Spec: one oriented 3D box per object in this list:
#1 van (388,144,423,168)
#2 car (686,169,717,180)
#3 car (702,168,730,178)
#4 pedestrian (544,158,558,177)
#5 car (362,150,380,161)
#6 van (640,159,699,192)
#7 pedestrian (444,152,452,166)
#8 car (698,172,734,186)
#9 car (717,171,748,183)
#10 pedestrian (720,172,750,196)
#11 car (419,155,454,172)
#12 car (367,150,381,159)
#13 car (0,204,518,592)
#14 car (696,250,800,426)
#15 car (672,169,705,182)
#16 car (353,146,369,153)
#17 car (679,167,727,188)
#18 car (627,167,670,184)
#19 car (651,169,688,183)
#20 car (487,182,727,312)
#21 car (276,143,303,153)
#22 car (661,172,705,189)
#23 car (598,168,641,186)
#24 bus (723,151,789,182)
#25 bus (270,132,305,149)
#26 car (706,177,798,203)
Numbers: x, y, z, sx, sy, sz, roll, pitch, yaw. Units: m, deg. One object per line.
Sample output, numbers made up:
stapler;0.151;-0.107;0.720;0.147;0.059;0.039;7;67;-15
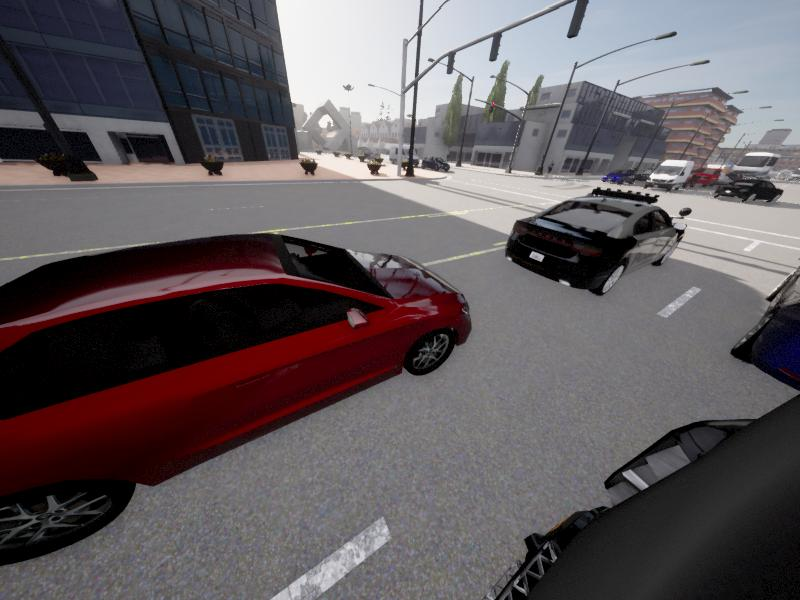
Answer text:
van;0.625;-20.772;33.157;1.988;2.561;5.915;-15;38;-26
car;52.199;-21.685;39.987;4.181;1.385;1.994;-16;38;-25
car;60.243;-24.180;43.997;5.008;1.535;1.882;-16;38;-26
pedestrian;17.705;-15.487;27.083;0.751;1.860;0.751;24;38;28
car;-5.242;-26.005;41.494;1.845;1.501;3.633;-16;38;-28
van;26.569;-12.294;22.776;5.915;2.561;1.988;-19;39;-30
pedestrian;7.592;-22.285;36.473;0.751;1.860;0.751;-6;34;-15
car;45.351;-17.415;33.141;4.674;1.442;1.812;-16;38;-26
car;53.871;-19.968;37.440;4.193;1.474;1.816;-17;38;-26
pedestrian;31.074;-10.774;21.465;0.751;1.860;0.751;30;42;35
car;4.324;-16.609;28.134;1.816;1.474;4.193;-15;38;-26
car;-5.804;-32.096;50.877;2.033;1.411;5.357;-7;35;-16
car;-1.188;0.152;2.295;4.193;1.474;1.816;-16;38;-26
car;6.341;0.235;2.775;4.792;1.488;2.163;-16;38;-26
car;45.990;-19.877;36.823;4.892;1.490;1.837;-17;38;-26
car;-15.360;-59.274;90.891;5.566;2.045;2.150;11;34;11
car;38.954;-15.806;29.694;5.566;2.045;2.150;-16;38;-26
car;31.730;-15.841;29.463;5.238;1.638;1.930;-16;38;-26
car;38.380;-17.672;32.935;5.008;1.535;1.882;-16;38;-26
car;4.753;-1.608;5.288;5.238;1.638;1.930;-16;38;-26
car;-25.248;-34.872;52.994;4.974;1.542;2.038;5;33;3
car;32.387;-13.704;26.450;4.674;1.442;1.812;-16;38;-26
car;24.526;-13.769;25.802;4.193;1.474;1.816;-15;38;-26
bus;64.569;-24.231;41.931;10.273;4.253;3.944;-17;38;-26
bus;-39.137;-55.734;81.065;3.944;4.253;10.273;20;37;24
car;27.920;-8.748;18.408;5.008;1.535;1.882;-5;34;-12
